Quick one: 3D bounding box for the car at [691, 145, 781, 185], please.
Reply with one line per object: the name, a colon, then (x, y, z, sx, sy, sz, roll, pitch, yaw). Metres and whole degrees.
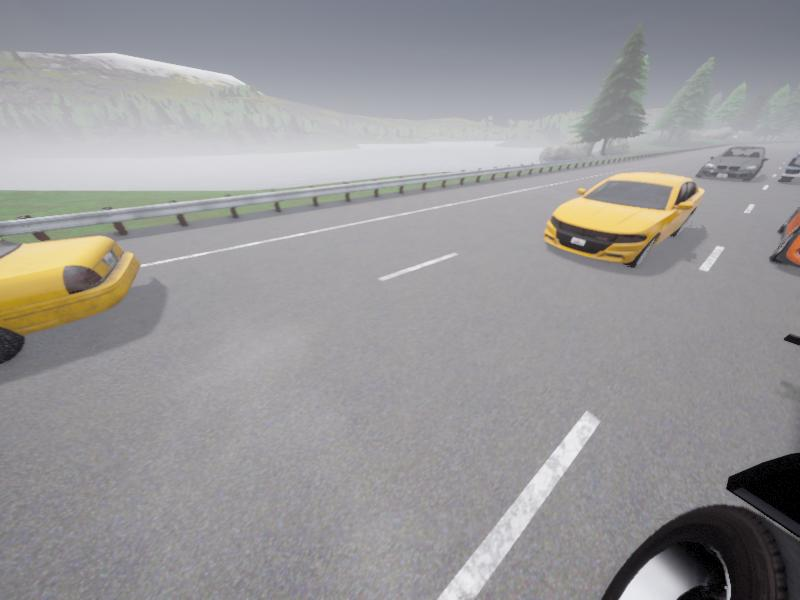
car: (20.528, -8.384, 14.142, 4.611, 1.667, 2.242, -22, 41, -28)

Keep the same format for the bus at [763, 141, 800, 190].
bus: (25.259, -8.828, 12.479, 10.273, 4.253, 3.944, -23, 41, -27)

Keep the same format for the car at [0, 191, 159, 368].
car: (-6.475, 0.217, 2.284, 5.366, 1.575, 1.801, -22, 41, -28)

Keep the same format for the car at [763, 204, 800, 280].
car: (9.734, -1.561, 4.470, 4.553, 1.767, 2.097, -22, 41, -28)

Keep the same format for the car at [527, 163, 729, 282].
car: (5.700, -2.272, 5.739, 5.008, 1.535, 1.882, -23, 41, -28)
